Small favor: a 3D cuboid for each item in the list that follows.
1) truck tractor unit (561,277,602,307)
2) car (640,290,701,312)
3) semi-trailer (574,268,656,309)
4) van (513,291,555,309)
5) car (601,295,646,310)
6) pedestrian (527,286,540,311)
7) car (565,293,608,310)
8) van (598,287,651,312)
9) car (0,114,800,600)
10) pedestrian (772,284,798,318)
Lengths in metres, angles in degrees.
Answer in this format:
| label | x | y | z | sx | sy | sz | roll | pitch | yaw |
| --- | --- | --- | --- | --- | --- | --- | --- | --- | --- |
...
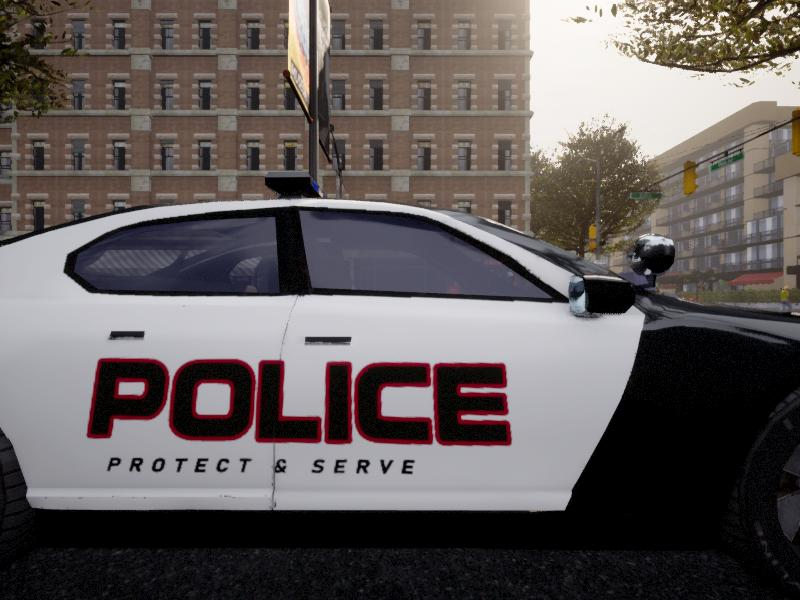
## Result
| label | x | y | z | sx | sy | sz | roll | pitch | yaw |
| --- | --- | --- | --- | --- | --- | --- | --- | --- | --- |
| truck tractor unit | 26.375 | -1.121 | 58.417 | 3.053 | 4.208 | 6.516 | 0 | 0 | 0 |
| car | 23.006 | 0.094 | 34.242 | 2.097 | 1.767 | 4.553 | 0 | 0 | 0 |
| semi-trailer | 26.400 | -1.220 | 50.500 | 2.717 | 4.402 | 14.254 | 0 | 0 | 0 |
| van | 15.893 | -0.002 | 47.523 | 4.442 | 1.987 | 1.775 | 0 | 0 | 38 |
| car | 22.968 | 0.244 | 41.298 | 1.837 | 1.490 | 4.892 | 0 | 0 | 0 |
| pedestrian | 9.820 | -0.115 | 29.403 | 0.751 | 1.860 | 0.751 | 0 | 0 | 0 |
| car | 19.468 | 0.180 | 41.974 | 2.152 | 1.651 | 5.027 | 0 | 0 | 0 |
| van | 19.501 | -0.029 | 35.025 | 2.069 | 2.038 | 4.480 | 0 | 0 | 0 |
| car | -0.057 | 0.226 | 2.190 | 4.974 | 1.542 | 2.038 | 0 | 0 | 0 |
| pedestrian | 21.593 | 0.037 | 22.430 | 0.751 | 1.860 | 0.751 | 0 | 0 | 3 |
